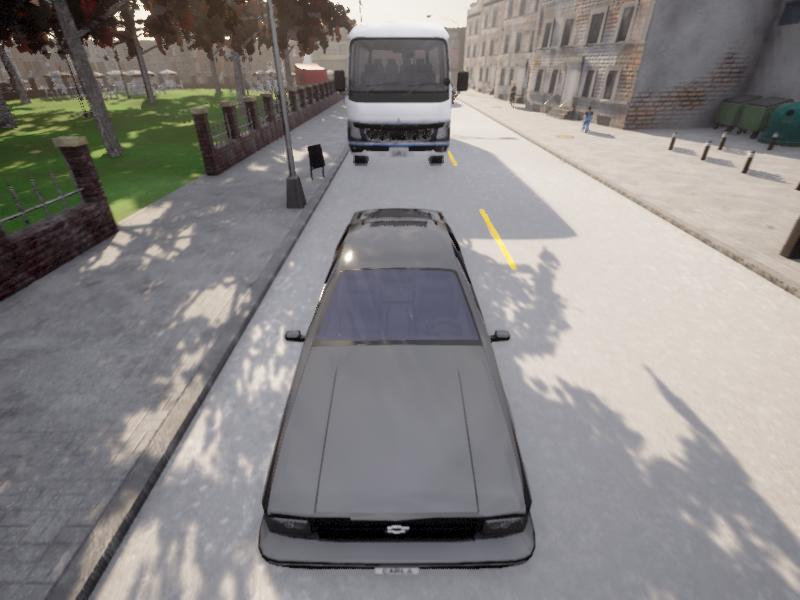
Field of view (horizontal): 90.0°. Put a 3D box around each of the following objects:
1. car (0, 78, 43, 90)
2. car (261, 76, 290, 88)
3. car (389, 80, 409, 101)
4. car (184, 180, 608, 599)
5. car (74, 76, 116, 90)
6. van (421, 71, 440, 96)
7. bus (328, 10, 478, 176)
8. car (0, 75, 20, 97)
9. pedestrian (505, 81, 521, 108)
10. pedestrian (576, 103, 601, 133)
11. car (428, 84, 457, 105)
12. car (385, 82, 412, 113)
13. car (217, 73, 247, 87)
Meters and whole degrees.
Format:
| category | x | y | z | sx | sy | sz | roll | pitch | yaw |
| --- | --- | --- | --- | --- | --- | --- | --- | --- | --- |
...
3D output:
| category | x | y | z | sx | sy | sz | roll | pitch | yaw |
| --- | --- | --- | --- | --- | --- | --- | --- | --- | --- |
| car | -59.693 | -33.885 | 62.758 | 4.902 | 1.511 | 2.128 | 0 | 30 | 0 |
| car | -20.605 | -36.111 | 66.171 | 3.988 | 1.617 | 1.851 | 0 | 30 | 0 |
| car | -0.117 | -21.754 | 41.456 | 1.930 | 1.638 | 5.238 | 0 | 30 | 0 |
| car | -0.022 | 0.006 | 4.589 | 2.033 | 1.411 | 5.357 | 0 | 30 | 0 |
| car | -47.768 | -34.040 | 62.686 | 4.553 | 1.767 | 2.097 | 0 | 30 | 0 |
| van | 3.844 | -27.851 | 51.301 | 1.988 | 2.561 | 5.915 | 0 | 30 | 0 |
| bus | 0.075 | -8.348 | 16.015 | 3.944 | 4.253 | 10.273 | 0 | 30 | 0 |
| car | -45.159 | -23.236 | 43.569 | 2.150 | 2.045 | 5.566 | -1 | 30 | -2 |
| pedestrian | 8.880 | -16.204 | 31.524 | 0.751 | 1.860 | 0.751 | -2 | 30 | -3 |
| pedestrian | 9.335 | -9.055 | 19.884 | 0.751 | 1.300 | 0.751 | 7 | 31 | 11 |
| car | 3.890 | -19.196 | 37.255 | 2.163 | 1.488 | 4.792 | 0 | 30 | 0 |
| car | -0.091 | -15.540 | 30.615 | 1.905 | 1.878 | 3.866 | 0 | 30 | 0 |
| car | -27.714 | -36.301 | 66.011 | 3.866 | 1.878 | 1.905 | 0 | 30 | 0 |
